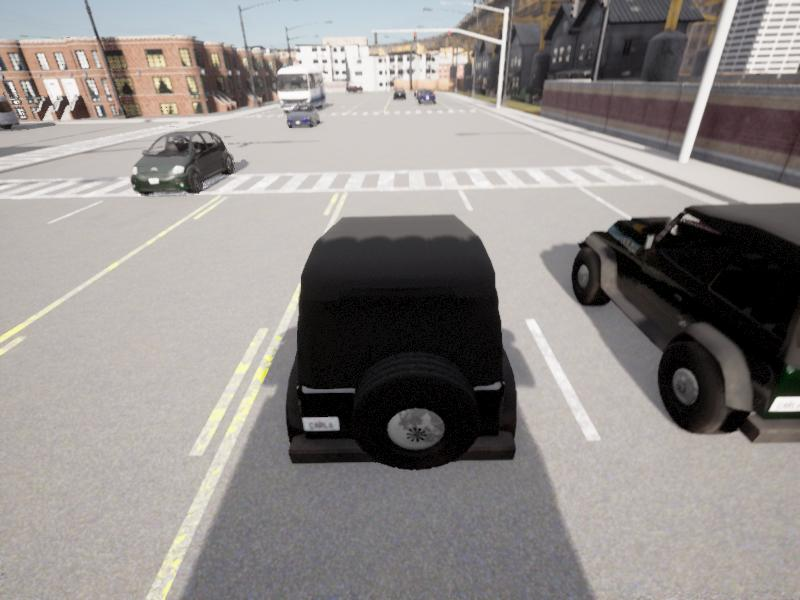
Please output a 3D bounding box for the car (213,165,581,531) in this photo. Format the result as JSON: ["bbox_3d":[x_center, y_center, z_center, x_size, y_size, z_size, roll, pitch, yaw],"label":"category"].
[{"bbox_3d":[0.002,-0.052,4.217,1.905,1.878,3.866,-1,29,1],"label":"car"}]

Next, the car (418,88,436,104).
[{"bbox_3d":[3.471,-26.645,52.262,2.152,1.651,5.027,-1,29,1],"label":"car"}]

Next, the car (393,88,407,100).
[{"bbox_3d":[-0.034,-32.756,63.606,2.163,1.488,4.792,-1,29,1],"label":"car"}]

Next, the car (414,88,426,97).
[{"bbox_3d":[3.462,-36.836,70.958,1.895,1.301,4.718,-1,29,1],"label":"car"}]

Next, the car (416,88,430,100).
[{"bbox_3d":[3.465,-31.593,61.269,1.882,1.535,5.008,-1,29,1],"label":"car"}]

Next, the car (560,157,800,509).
[{"bbox_3d":[3.501,-0.183,4.275,1.905,1.878,3.866,-1,29,1],"label":"car"}]

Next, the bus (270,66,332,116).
[{"bbox_3d":[-10.432,-23.011,43.695,3.944,4.253,10.273,-1,30,1],"label":"bus"}]

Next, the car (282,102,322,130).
[{"bbox_3d":[-7.007,-13.417,29.102,1.816,1.474,4.193,-1,29,1],"label":"car"}]

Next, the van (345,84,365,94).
[{"bbox_3d":[-10.758,-50.255,95.127,4.480,2.038,2.069,22,37,36],"label":"van"}]

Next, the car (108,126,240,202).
[{"bbox_3d":[-7.002,-4.563,13.003,1.851,1.617,3.988,-1,29,1],"label":"car"}]

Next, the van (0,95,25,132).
[{"bbox_3d":[-34.503,-14.929,32.137,5.915,2.561,1.988,-1,29,1],"label":"van"}]
